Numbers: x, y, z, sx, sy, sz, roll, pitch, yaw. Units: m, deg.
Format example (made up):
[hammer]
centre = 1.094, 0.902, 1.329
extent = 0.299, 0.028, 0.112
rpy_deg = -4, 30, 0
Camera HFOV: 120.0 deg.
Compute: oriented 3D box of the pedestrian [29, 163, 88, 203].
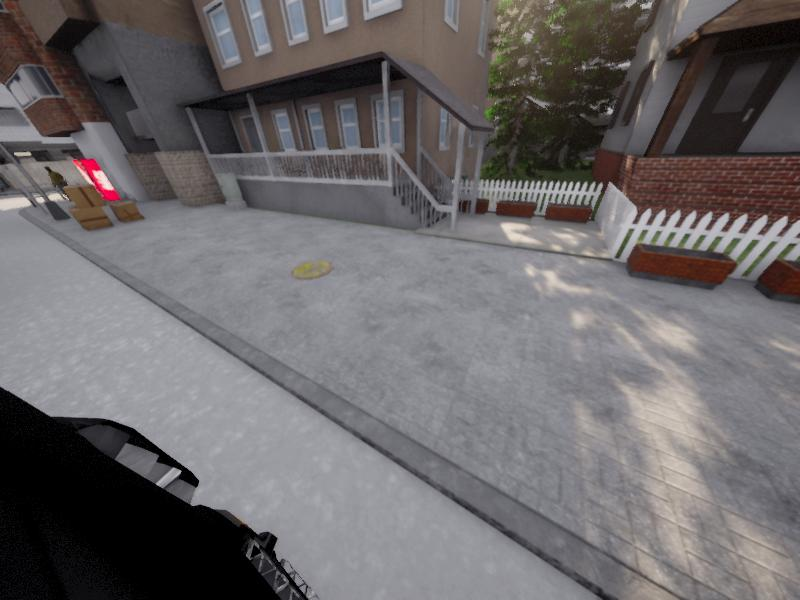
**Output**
[pedestrian]
centre = -18.597, -6.392, 12.663
extent = 0.751, 1.860, 0.751
rpy_deg = -14, 35, -16
